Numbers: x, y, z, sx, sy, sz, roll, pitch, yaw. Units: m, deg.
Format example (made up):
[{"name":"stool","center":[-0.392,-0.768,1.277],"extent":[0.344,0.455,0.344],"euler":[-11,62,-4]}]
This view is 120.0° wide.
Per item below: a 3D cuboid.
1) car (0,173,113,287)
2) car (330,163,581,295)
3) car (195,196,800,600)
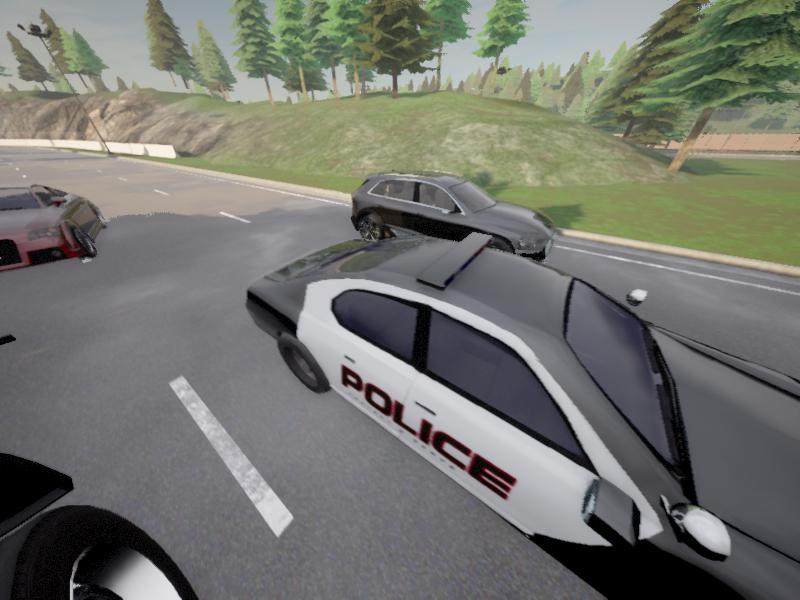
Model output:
[{"name":"car","center":[-8.529,-1.757,5.151],"extent":[1.994,1.385,4.181],"euler":[-26,43,-33]},{"name":"car","center":[0.933,-2.045,5.409],"extent":[4.856,1.649,2.033],"euler":[22,41,28]},{"name":"car","center":[0.812,0.403,2.016],"extent":[4.974,1.542,2.038],"euler":[22,41,28]}]
